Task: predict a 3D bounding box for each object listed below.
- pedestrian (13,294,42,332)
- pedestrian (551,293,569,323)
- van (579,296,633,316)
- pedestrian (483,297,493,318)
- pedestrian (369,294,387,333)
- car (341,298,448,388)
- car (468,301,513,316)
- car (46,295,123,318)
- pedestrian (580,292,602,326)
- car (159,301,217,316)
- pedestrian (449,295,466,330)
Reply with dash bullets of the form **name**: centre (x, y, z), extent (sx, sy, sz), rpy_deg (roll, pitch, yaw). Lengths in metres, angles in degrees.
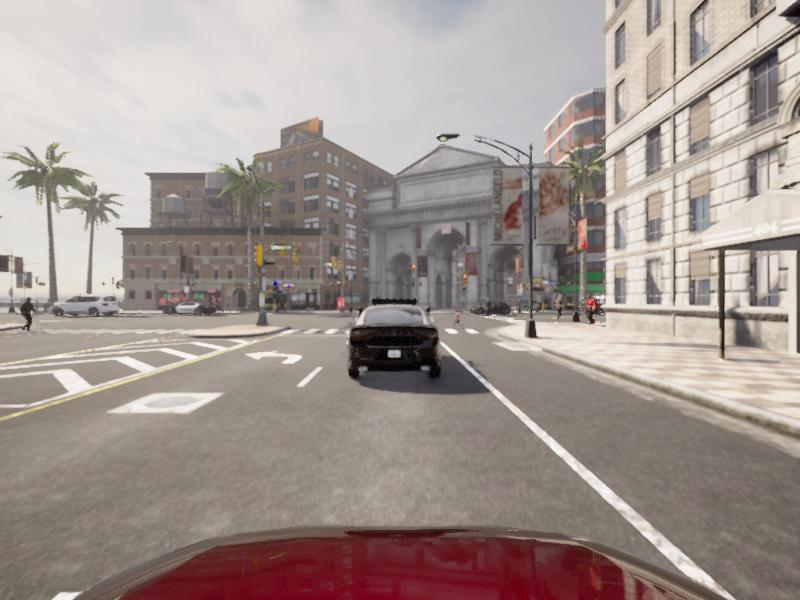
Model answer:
- **pedestrian**: centre (-18.543, 0.646, 19.914), extent (0.751, 1.860, 0.751), rpy_deg (0, 0, 1)
- **pedestrian**: centre (10.086, 0.499, 25.295), extent (0.751, 1.860, 0.751), rpy_deg (0, 0, -25)
- **van**: centre (21.375, 0.594, 41.651), extent (4.480, 2.038, 2.069), rpy_deg (0, 0, 0)
- **pedestrian**: centre (7.881, 0.656, 35.810), extent (0.751, 1.860, 0.751), rpy_deg (0, 0, 4)
- **pedestrian**: centre (-1.056, 0.647, 19.542), extent (0.751, 1.860, 0.751), rpy_deg (0, 0, 7)
- **car**: centre (-0.138, 0.776, 9.852), extent (1.930, 1.638, 5.238), rpy_deg (0, 0, -1)
- **car**: centre (9.377, 0.876, 41.588), extent (4.193, 1.474, 1.816), rpy_deg (0, 0, 0)
- **car**: centre (-29.773, 0.585, 37.885), extent (5.566, 2.045, 2.150), rpy_deg (0, 0, 0)
- **pedestrian**: centre (10.564, 0.497, 22.137), extent (0.751, 1.860, 0.751), rpy_deg (0, 0, -12)
- **car**: centre (-21.709, 0.846, 41.104), extent (4.974, 1.542, 2.038), rpy_deg (0, 0, 6)
- **pedestrian**: centre (3.047, 0.648, 21.154), extent (0.751, 1.860, 0.751), rpy_deg (0, 0, -2)
